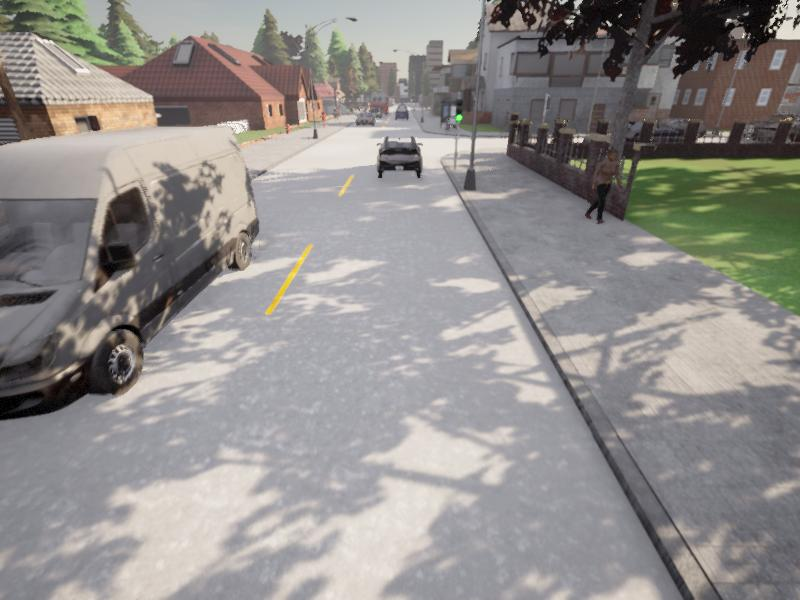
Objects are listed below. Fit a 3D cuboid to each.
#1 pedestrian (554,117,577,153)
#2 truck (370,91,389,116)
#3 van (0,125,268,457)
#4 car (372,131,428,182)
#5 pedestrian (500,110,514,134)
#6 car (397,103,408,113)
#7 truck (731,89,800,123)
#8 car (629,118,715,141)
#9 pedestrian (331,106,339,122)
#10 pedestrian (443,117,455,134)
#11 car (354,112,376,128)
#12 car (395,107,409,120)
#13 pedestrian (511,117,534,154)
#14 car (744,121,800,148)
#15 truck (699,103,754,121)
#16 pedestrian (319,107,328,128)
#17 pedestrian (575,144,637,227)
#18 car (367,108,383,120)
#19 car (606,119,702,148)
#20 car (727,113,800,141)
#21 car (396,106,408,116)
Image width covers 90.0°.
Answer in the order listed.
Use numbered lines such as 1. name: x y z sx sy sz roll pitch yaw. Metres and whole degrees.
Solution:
1. pedestrian: 9.377 -9.361 22.730 0.751 1.860 0.751 2 27 4
2. truck: -3.570 -35.267 71.676 2.891 3.827 8.468 1 27 1
3. van: -4.053 -0.999 5.867 1.988 2.561 5.915 1 27 1
4. car: -0.013 -6.473 17.733 2.128 1.511 4.902 0 27 0
5. pedestrian: 9.304 -15.537 34.826 0.751 1.860 0.751 17 32 30
6. car: 0.505 -40.053 83.490 2.152 1.651 5.027 0 27 0
7. truck: 49.622 -26.022 53.517 2.891 3.827 8.468 0 27 0
8. car: 20.898 -13.202 30.927 4.902 1.511 2.128 0 27 0
9. pedestrian: -8.137 -23.452 50.378 0.751 1.860 0.751 1 27 1
10. pedestrian: 4.197 -14.892 34.186 0.751 1.300 0.751 11 29 20
11. car: -3.797 -20.032 44.492 1.994 1.385 4.181 0 27 1
12. car: 0.307 -27.286 58.535 1.882 1.535 5.008 0 27 0
13. pedestrian: 6.909 -9.302 22.615 0.751 1.860 0.751 -3 27 -5
14. car: 26.847 -11.257 27.107 4.902 1.511 2.128 -1 27 -2
15. truck: 45.627 -26.399 56.158 2.390 2.098 6.274 1 27 1
16. pedestrian: -7.936 -18.965 41.576 0.751 1.860 0.751 -7 28 -13
17. pedestrian: 5.060 -2.841 9.939 0.751 1.860 0.751 -2 27 -3
18. car: -3.671 -27.824 59.660 1.970 1.475 3.806 0 27 1
19. car: 17.083 -11.327 27.120 4.856 1.649 2.033 -1 27 -2
20. car: 28.344 -13.205 30.525 4.605 1.855 1.932 2 27 3
21. car: 0.390 -33.003 69.764 2.007 1.525 4.514 0 27 0
